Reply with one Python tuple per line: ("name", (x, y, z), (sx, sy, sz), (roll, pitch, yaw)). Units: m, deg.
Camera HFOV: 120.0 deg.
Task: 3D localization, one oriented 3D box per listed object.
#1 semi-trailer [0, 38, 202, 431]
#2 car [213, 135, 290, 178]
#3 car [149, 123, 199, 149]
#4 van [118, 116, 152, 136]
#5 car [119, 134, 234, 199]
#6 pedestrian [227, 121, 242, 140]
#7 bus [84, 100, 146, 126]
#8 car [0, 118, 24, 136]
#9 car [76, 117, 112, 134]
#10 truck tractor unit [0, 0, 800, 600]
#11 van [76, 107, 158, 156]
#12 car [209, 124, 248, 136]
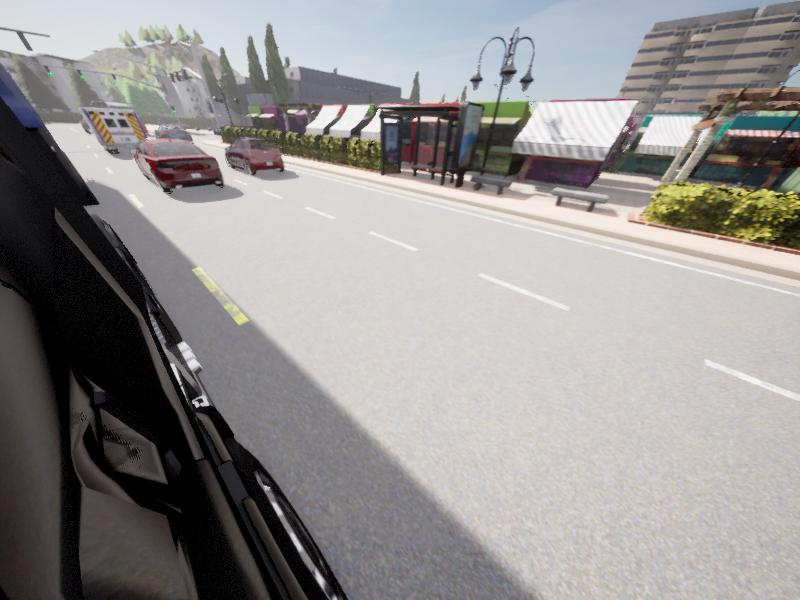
("semi-trailer", (-8.743, -3.571, 4.190), (14.254, 4.402, 2.717), (28, 43, 29))
("car", (-7.704, -7.569, 12.014), (3.633, 1.501, 1.845), (29, 44, 30))
("car", (-20.258, -14.684, 20.667), (5.027, 1.651, 2.152), (32, 46, 33))
("van", (-35.269, -23.133, 30.728), (4.442, 1.987, 1.775), (29, 44, 30))
("car", (-8.796, -5.396, 9.034), (5.008, 1.535, 1.882), (29, 44, 31))
("pedestrian", (-19.803, -20.223, 27.608), (0.751, 1.860, 0.751), (-28, 46, -34))
("bus", (-66.434, -43.697, 54.395), (3.944, 4.253, 10.273), (-10, 38, -15))
("car", (-41.589, -18.021, 24.017), (4.181, 1.385, 1.994), (29, 44, 31))
("car", (-41.005, -23.335, 30.946), (5.027, 1.651, 2.152), (28, 44, 30))
("truck tractor unit", (-2.645, -0.295, 0.351), (6.516, 4.208, 3.053), (28, 44, 30))
("van", (-20.275, -12.080, 16.513), (6.366, 2.431, 2.351), (29, 44, 31))
("car", (-27.705, -27.556, 37.495), (2.007, 1.525, 4.514), (30, 45, 32))
